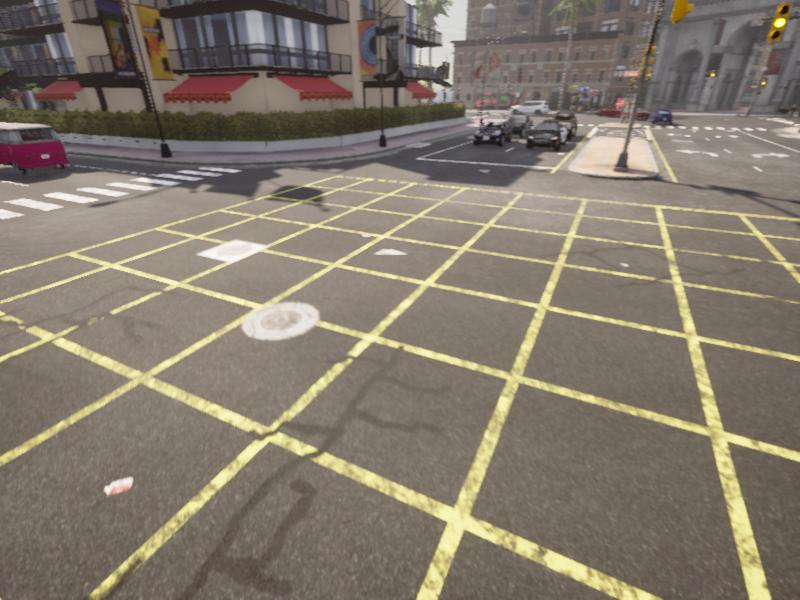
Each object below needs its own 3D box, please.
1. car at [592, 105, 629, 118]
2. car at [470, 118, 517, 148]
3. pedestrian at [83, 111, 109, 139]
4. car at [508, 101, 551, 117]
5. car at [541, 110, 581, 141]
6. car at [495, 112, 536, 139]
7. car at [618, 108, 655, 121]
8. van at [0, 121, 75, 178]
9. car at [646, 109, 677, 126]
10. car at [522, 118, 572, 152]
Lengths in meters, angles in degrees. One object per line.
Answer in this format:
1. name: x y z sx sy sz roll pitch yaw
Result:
1. car: 29.036 -26.008 55.213 4.193 1.474 1.816 13 30 24
2. car: 6.271 -11.193 26.679 1.970 1.475 3.806 13 30 24
3. pedestrian: -22.540 -12.993 29.661 0.751 1.860 0.751 13 30 24
4. car: 19.199 -28.532 59.609 5.566 2.045 2.150 13 30 25
5. car: 12.138 -13.149 29.978 1.932 1.855 4.605 13 30 24
6. car: 9.299 -14.009 31.938 1.930 1.638 5.238 13 30 24
7. car: 29.226 -23.021 49.617 1.895 1.301 4.718 0 27 0
8. van: -17.074 -6.797 17.821 4.442 1.987 1.775 13 30 24
9. car: 28.139 -19.756 43.125 1.812 1.442 4.674 10 29 19
10. car: 9.306 -10.432 25.111 2.038 1.542 4.974 13 30 24
